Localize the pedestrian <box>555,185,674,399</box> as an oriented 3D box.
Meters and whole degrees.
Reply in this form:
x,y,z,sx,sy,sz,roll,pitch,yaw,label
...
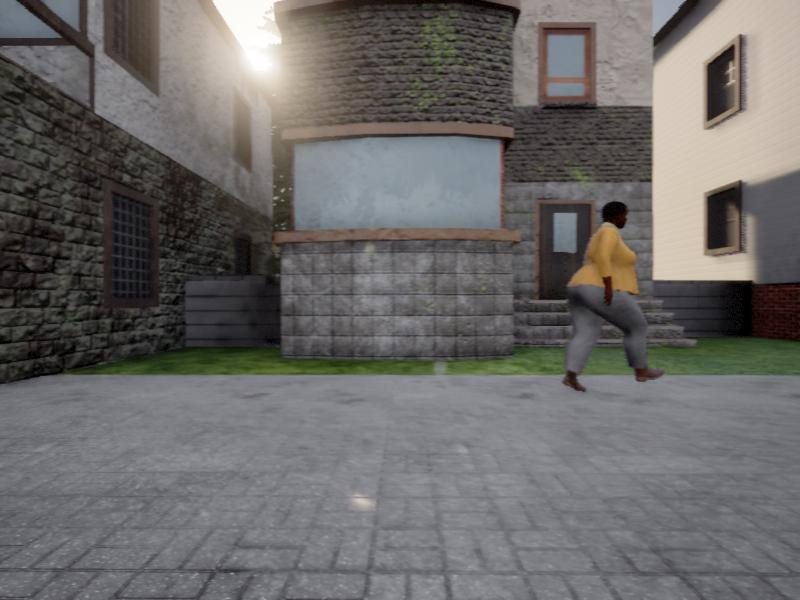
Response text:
x,y,z,sx,sy,sz,roll,pitch,yaw,label
2.010,-0.068,3.857,0.751,1.860,0.751,0,0,0,pedestrian
